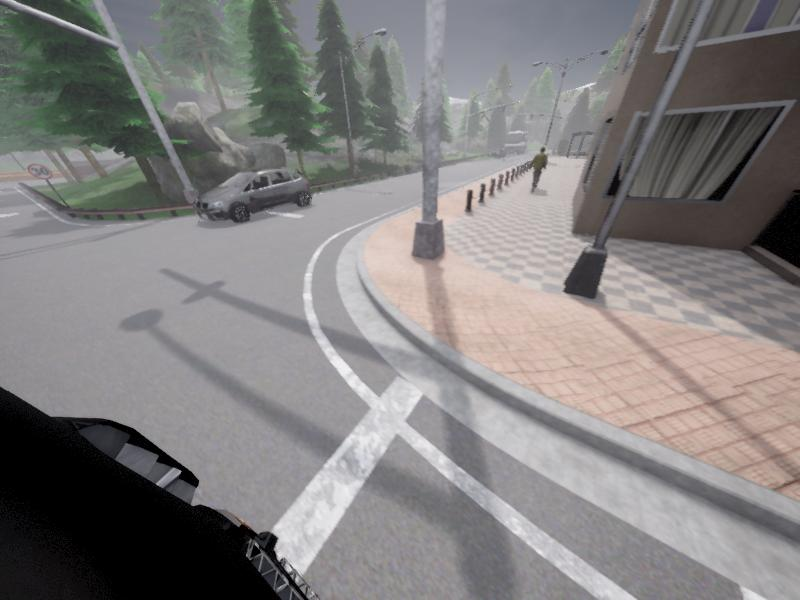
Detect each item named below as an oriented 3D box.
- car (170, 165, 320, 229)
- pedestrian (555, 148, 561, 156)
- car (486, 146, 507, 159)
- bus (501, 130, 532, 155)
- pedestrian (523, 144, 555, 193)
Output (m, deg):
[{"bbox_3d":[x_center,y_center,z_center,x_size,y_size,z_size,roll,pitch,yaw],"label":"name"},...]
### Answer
[{"bbox_3d":[-6.145,-4.638,9.939,2.242,1.667,4.611,16,38,26],"label":"car"},{"bbox_3d":[26.918,-25.284,39.371,0.500,1.100,0.500,11,36,20],"label":"pedestrian"},{"bbox_3d":[16.913,-25.788,40.384,2.242,1.667,4.611,17,38,27],"label":"car"},{"bbox_3d":[26.430,-35.498,52.085,3.944,4.253,10.273,17,39,27],"label":"bus"},{"bbox_3d":[6.404,-6.046,10.675,0.751,1.860,0.751,17,38,26],"label":"pedestrian"}]
